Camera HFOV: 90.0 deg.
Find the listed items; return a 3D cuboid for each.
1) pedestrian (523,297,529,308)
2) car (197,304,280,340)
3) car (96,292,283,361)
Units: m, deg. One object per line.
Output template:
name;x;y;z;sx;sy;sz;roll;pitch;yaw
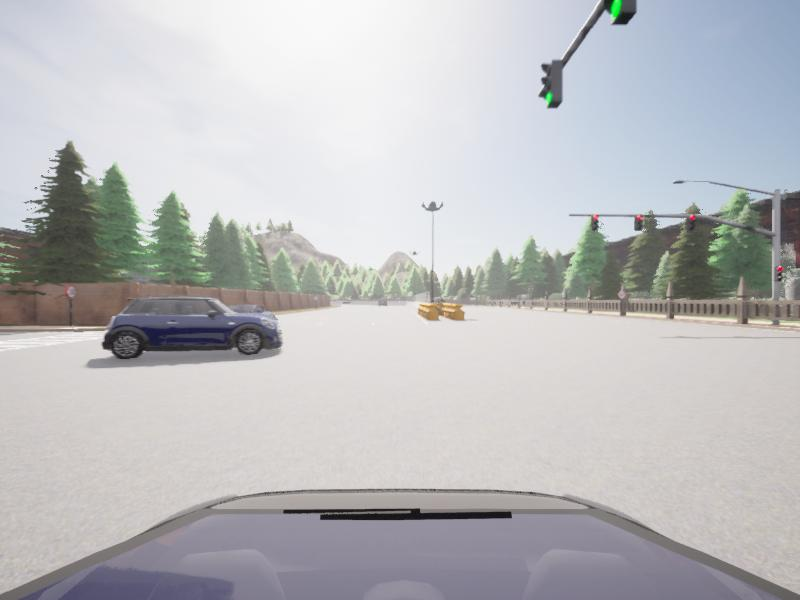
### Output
pedestrian;21.496;0.462;68.076;0.751;1.860;0.751;0;0;-1
car;-7.001;0.901;17.879;1.994;1.385;4.181;0;0;0
car;-5.856;0.689;11.833;4.553;1.767;2.097;0;0;-15
